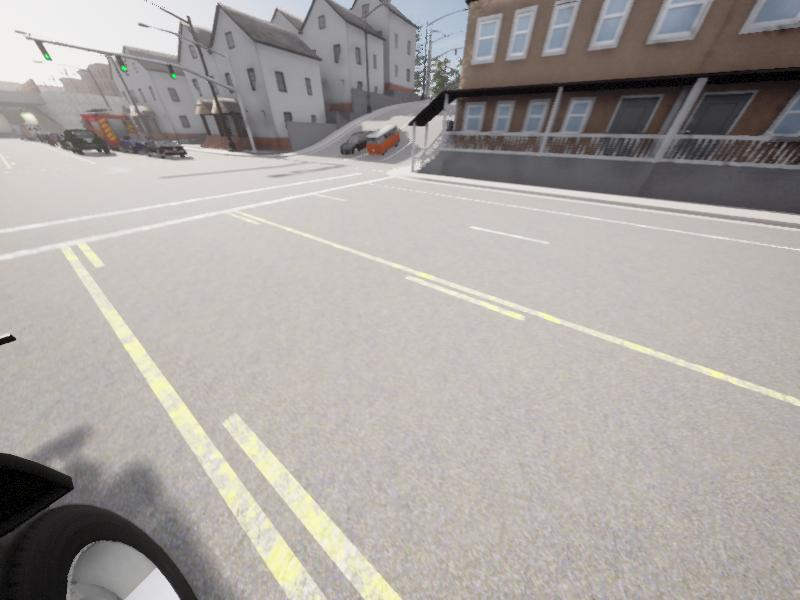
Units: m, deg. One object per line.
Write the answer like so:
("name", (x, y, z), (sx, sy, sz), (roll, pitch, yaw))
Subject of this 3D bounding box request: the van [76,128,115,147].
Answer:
("van", (-44.178, -23.614, 33.508), (4.480, 2.038, 2.069), (23, 41, 27))

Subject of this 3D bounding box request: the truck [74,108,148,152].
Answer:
("truck", (-34.868, -20.458, 27.884), (8.468, 3.827, 2.891), (23, 41, 27))

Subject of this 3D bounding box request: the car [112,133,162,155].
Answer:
("car", (-28.186, -16.830, 24.790), (4.553, 1.767, 2.097), (23, 41, 27))

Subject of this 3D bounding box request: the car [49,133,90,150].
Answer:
("car", (-39.799, -19.077, 27.810), (4.892, 1.490, 1.837), (23, 41, 27))

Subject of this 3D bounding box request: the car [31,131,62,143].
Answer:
("car", (-57.167, -26.339, 37.350), (4.892, 1.490, 1.837), (23, 41, 27))

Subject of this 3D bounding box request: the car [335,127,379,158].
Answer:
("car", (-4.722, -17.824, 26.020), (1.882, 1.535, 5.008), (22, 56, 26))

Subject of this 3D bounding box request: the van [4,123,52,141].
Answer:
("van", (-67.469, -30.438, 41.932), (6.366, 2.431, 2.351), (15, 37, 18))

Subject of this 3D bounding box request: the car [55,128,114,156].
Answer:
("car", (-31.713, -15.923, 23.206), (5.566, 2.045, 2.150), (23, 41, 27))

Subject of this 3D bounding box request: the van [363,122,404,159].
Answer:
("van", (-1.610, -17.029, 24.545), (1.775, 1.987, 4.442), (21, 57, 26))

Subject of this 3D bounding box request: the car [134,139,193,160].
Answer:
("car", (-22.144, -14.156, 21.614), (5.357, 1.411, 2.033), (21, 40, 25))
